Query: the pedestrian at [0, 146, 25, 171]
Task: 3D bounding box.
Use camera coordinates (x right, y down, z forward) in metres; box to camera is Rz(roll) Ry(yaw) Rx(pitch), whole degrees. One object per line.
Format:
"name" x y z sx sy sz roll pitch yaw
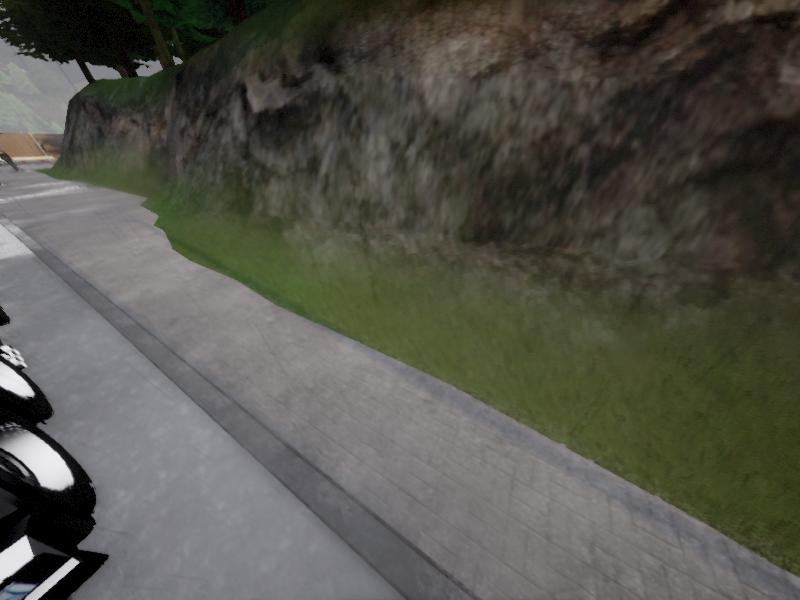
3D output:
"pedestrian" -35.030 -12.598 20.611 0.751 1.860 0.751 18 39 25

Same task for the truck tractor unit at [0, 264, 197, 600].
"truck tractor unit" -5.118 -0.293 0.779 6.516 4.208 3.053 18 39 24
